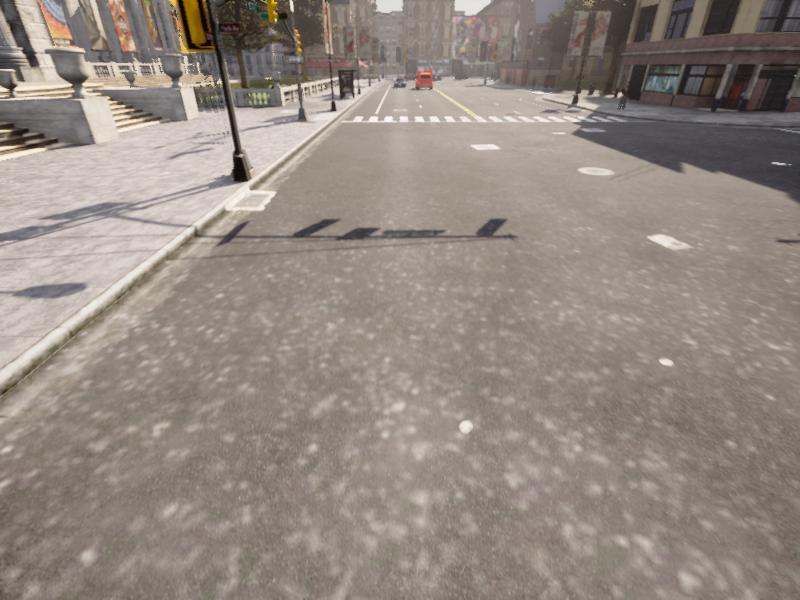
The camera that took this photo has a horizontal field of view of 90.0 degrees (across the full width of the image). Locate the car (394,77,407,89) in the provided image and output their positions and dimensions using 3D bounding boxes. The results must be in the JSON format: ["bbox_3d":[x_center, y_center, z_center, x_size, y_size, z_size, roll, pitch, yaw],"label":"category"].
[{"bbox_3d":[0.013,-33.866,62.362,1.970,1.475,3.806,0,30,0],"label":"car"}]

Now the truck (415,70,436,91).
[{"bbox_3d":[3.512,-31.399,57.178,2.627,2.467,5.204,0,30,0],"label":"truck"}]

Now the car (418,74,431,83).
[{"bbox_3d":[5.194,-46.599,84.131,2.007,1.525,4.514,6,31,11],"label":"car"}]

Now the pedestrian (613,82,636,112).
[{"bbox_3d":[16.049,-14.528,28.617,0.751,1.860,0.751,3,30,5],"label":"pedestrian"}]
